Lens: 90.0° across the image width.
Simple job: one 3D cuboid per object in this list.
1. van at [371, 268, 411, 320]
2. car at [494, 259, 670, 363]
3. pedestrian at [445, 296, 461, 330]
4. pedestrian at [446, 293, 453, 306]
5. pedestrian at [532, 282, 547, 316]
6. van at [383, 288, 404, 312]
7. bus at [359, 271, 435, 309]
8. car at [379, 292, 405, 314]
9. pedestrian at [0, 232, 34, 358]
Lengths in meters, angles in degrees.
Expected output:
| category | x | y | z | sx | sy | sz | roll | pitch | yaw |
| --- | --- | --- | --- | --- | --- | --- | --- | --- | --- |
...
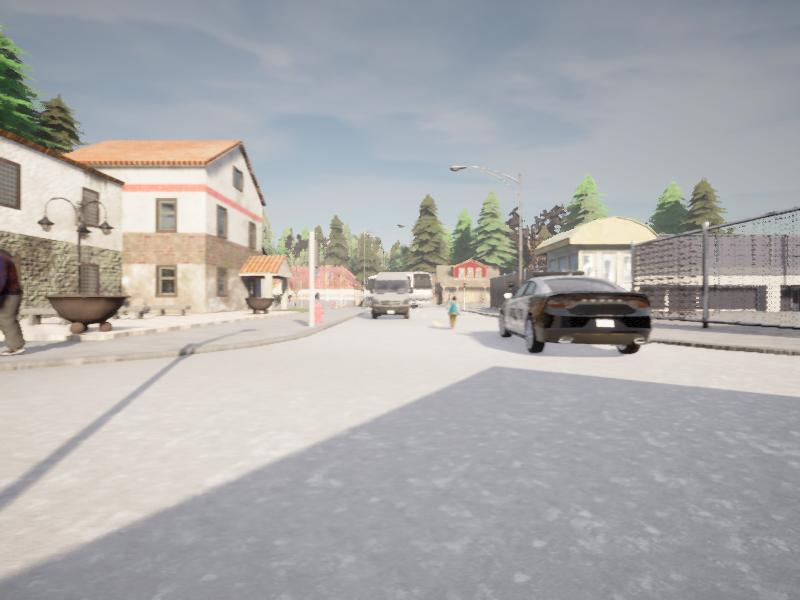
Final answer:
| category | x | y | z | sx | sy | sz | roll | pitch | yaw |
| --- | --- | --- | --- | --- | --- | --- | --- | --- | --- |
| van | -0.429 | -0.278 | 22.684 | 1.988 | 2.561 | 5.915 | 0 | 0 | 1 |
| car | 3.493 | 0.171 | 8.965 | 1.930 | 1.638 | 5.238 | 0 | 0 | 5 |
| pedestrian | 1.750 | 0.417 | 13.232 | 0.500 | 1.100 | 0.500 | 0 | 0 | 12 |
| pedestrian | 7.063 | -0.067 | 57.157 | 0.751 | 1.860 | 0.751 | 0 | 0 | -4 |
| pedestrian | 7.898 | -0.067 | 22.674 | 0.751 | 1.860 | 0.751 | 0 | 0 | 14 |
| van | -0.579 | -0.001 | 34.740 | 1.775 | 1.987 | 4.442 | 0 | 0 | -1 |
| bus | -0.597 | -1.135 | 49.869 | 3.944 | 4.253 | 10.273 | 0 | 0 | -39 |
| car | -0.534 | 0.215 | 29.245 | 1.789 | 1.549 | 3.705 | 0 | 0 | 0 |
| pedestrian | -6.226 | -0.075 | 6.194 | 0.751 | 1.860 | 0.751 | 0 | 0 | 41 |
